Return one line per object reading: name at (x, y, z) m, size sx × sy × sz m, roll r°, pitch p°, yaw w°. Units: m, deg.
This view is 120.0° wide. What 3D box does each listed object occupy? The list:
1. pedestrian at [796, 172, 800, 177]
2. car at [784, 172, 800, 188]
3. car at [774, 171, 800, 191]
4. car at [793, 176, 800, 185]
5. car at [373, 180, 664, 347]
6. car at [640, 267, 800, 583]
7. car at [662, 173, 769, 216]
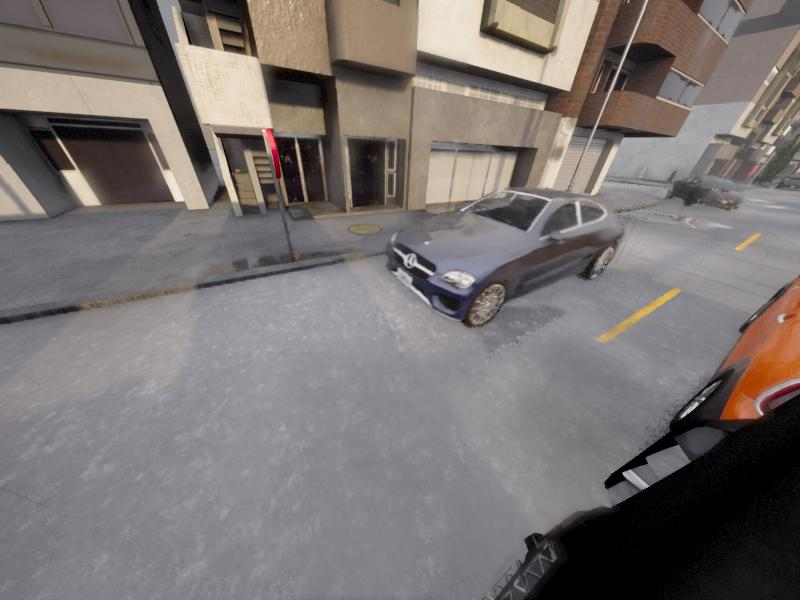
pedestrian at (98.526, -31.137, 56.418) m, size 0.751 × 1.860 × 0.751 m, roll -3°, pitch 34°, yaw -9°
car at (51.694, -15.283, 29.464) m, size 5.366 × 1.575 × 1.801 m, roll -16°, pitch 38°, yaw -26°
car at (45.544, -13.617, 26.293) m, size 4.553 × 1.767 × 2.097 m, roll -16°, pitch 38°, yaw -26°
car at (59.804, -17.551, 33.590) m, size 3.806 × 1.475 × 1.970 m, roll -16°, pitch 38°, yaw -26°
car at (2.251, -1.218, 4.479) m, size 5.027 × 1.651 × 2.152 m, roll -16°, pitch 38°, yaw -26°
car at (4.629, 0.594, 1.779) m, size 4.553 × 1.767 × 2.097 m, roll -16°, pitch 38°, yaw -26°
car at (17.818, -6.335, 13.488) m, size 1.837 × 1.490 × 4.892 m, roll 22°, pitch 38°, yaw 22°
